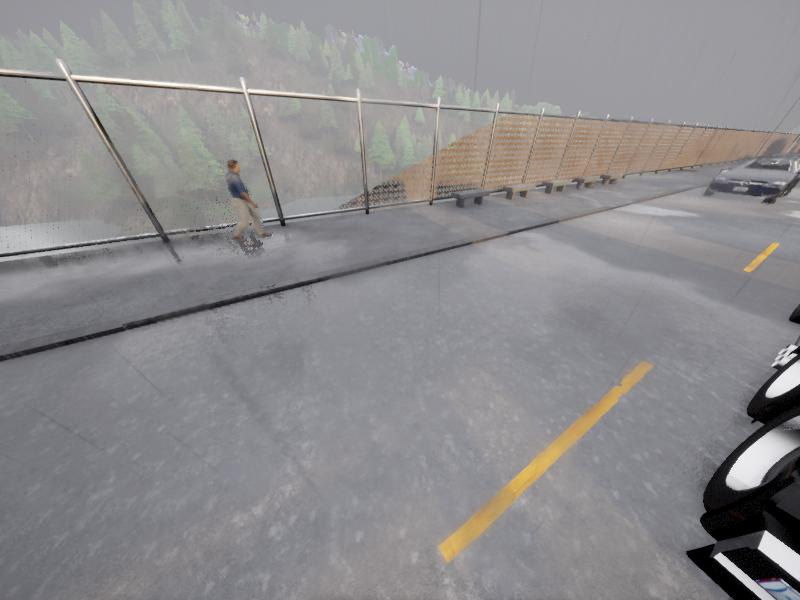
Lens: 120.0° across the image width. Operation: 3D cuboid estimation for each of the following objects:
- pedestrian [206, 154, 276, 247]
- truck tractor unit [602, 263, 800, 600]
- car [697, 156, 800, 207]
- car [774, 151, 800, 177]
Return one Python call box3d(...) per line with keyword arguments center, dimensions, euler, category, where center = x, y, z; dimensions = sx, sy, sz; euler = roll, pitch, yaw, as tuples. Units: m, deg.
box3d(center=(-3.722, -2.357, 5.506), dimensions=(0.751, 1.860, 0.751), euler=(-22, 41, -29), category="pedestrian")
box3d(center=(5.108, -0.304, 0.784), dimensions=(6.516, 4.208, 3.053), euler=(-18, 39, -24), category="truck tractor unit")
box3d(center=(17.229, -5.840, 11.083), dimensions=(5.027, 1.651, 2.152), euler=(-18, 39, -24), category="car")
box3d(center=(32.856, -10.946, 18.519), dimensions=(4.856, 1.649, 2.033), euler=(-18, 39, -25), category="car")
